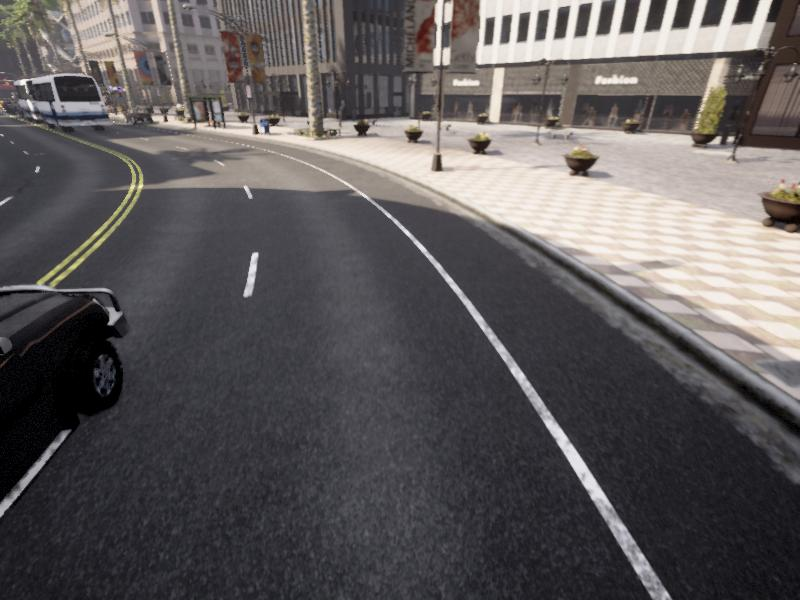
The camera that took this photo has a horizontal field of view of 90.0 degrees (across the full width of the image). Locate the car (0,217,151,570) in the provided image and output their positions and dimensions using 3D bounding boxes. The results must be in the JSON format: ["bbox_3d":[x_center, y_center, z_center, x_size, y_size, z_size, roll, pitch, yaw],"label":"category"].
[{"bbox_3d":[-3.813,1.041,2.491,1.932,1.855,4.605,-3,27,-6],"label":"car"}]

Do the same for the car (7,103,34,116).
[{"bbox_3d":[-58.463,-29.371,61.604,2.152,1.651,5.027,-24,36,-38],"label":"car"}]

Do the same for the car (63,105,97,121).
[{"bbox_3d":[-39.326,-22.972,49.122,4.974,1.542,2.038,24,36,39],"label":"car"}]

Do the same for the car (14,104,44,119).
[{"bbox_3d":[-51.359,-26.115,55.347,5.027,1.651,2.152,25,36,39],"label":"car"}]

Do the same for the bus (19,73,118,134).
[{"bbox_3d":[-29.372,-17.332,35.297,10.273,4.253,3.944,23,35,38],"label":"bus"}]

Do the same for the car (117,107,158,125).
[{"bbox_3d":[-28.568,-20.058,43.541,4.892,1.521,2.231,25,36,39],"label":"car"}]

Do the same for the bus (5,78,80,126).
[{"bbox_3d":[-39.744,-22.033,44.344,10.273,4.253,3.944,25,36,39],"label":"bus"}]
